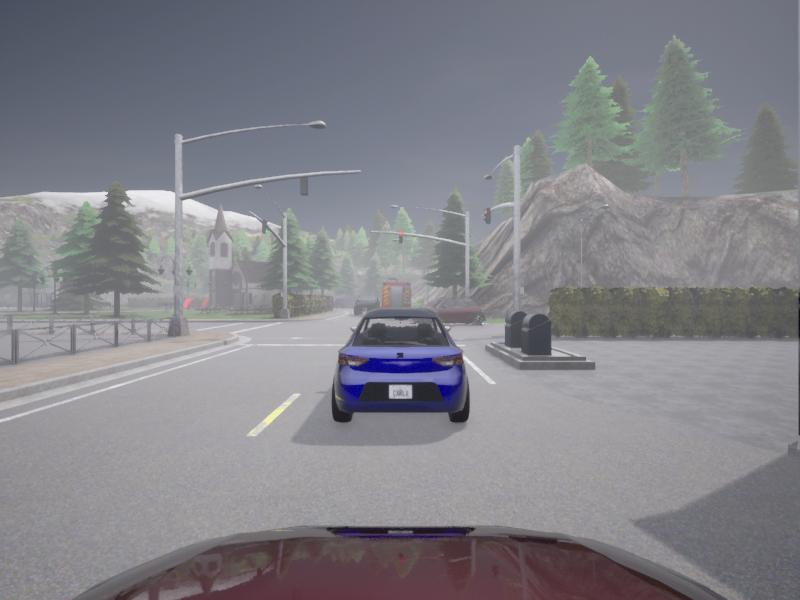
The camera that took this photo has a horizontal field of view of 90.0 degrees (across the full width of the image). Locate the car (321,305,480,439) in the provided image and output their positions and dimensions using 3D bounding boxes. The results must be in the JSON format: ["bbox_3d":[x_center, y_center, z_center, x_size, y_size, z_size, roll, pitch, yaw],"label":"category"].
[{"bbox_3d":[0.012,0.854,6.661,1.816,1.474,4.193,0,0,0],"label":"car"}]

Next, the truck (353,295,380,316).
[{"bbox_3d":[-3.439,0.542,42.504,2.390,2.098,6.274,0,0,0],"label":"truck"}]

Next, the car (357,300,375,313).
[{"bbox_3d":[-4.307,0.771,50.661,1.930,1.638,5.238,0,0,-9],"label":"car"}]

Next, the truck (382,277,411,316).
[{"bbox_3d":[-0.285,-0.321,43.450,2.891,3.827,8.468,0,0,1],"label":"truck"}]

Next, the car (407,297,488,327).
[{"bbox_3d":[2.882,0.694,24.859,4.553,1.767,2.097,0,0,-11],"label":"car"}]
